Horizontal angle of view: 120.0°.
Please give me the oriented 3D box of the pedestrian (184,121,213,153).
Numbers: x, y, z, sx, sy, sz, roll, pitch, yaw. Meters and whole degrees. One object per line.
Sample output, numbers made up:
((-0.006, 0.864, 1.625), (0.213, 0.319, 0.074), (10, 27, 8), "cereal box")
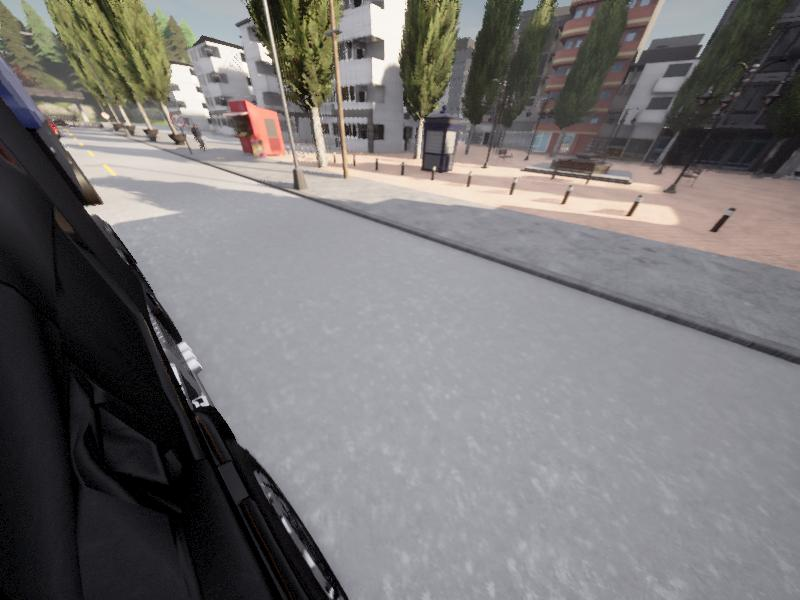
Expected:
((-14.945, -12.091, 17.168), (0.751, 1.860, 0.751), (22, 41, 23), "pedestrian")

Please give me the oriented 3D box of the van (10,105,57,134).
((-45.306, -22.434, 28.730), (5.915, 2.561, 1.988), (28, 44, 30), "van")

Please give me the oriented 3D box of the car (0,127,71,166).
((-19.828, -8.299, 12.381), (4.181, 1.385, 1.994), (28, 44, 30), "car")

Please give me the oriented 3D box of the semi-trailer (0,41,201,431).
((-8.702, -3.596, 4.233), (14.254, 4.402, 2.717), (28, 43, 30), "semi-trailer")

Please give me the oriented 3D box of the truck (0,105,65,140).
((-35.614, -17.199, 22.388), (5.204, 2.467, 2.627), (28, 43, 30), "truck")

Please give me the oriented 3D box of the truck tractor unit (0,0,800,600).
((-2.645, -0.295, 0.351), (6.516, 4.208, 3.053), (28, 44, 30), "truck tractor unit")
